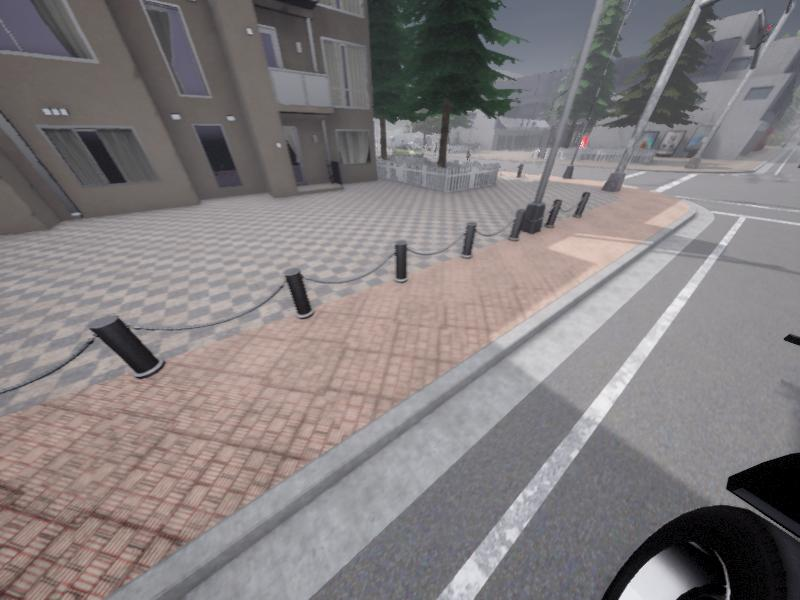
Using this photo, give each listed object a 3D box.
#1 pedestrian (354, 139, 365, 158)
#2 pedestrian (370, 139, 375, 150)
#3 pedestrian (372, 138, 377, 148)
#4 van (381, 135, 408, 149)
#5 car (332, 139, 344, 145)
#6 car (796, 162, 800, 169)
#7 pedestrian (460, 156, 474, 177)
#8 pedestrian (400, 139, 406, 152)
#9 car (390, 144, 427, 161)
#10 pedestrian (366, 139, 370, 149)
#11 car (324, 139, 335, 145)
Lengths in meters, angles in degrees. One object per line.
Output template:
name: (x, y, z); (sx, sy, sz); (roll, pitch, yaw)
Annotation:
pedestrian: (-4.972, -18.610, 28.413); (0.751, 1.860, 0.751); (-27, 43, -32)
pedestrian: (-5.820, -33.160, 49.266); (0.751, 1.860, 0.751); (-12, 37, -16)
pedestrian: (-5.954, -36.996, 54.431); (0.751, 1.860, 0.751); (-22, 41, -27)
van: (-1.218, -36.172, 52.939); (5.915, 2.561, 1.988); (-23, 41, -29)
car: (-21.920, -55.606, 81.291); (2.152, 1.636, 5.027); (-23, 41, -29)
car: (33.745, -11.192, 18.243); (4.181, 1.385, 1.994); (-22, 41, -28)
pedestrian: (4.189, -8.344, 14.438); (0.500, 1.100, 0.500); (-26, 43, -32)
pedestrian: (0.508, -25.369, 37.931); (0.751, 1.860, 0.751); (-25, 42, -31)
car: (0.897, -17.802, 27.808); (2.007, 1.525, 4.514); (-24, 41, -29)
pedestrian: (-7.041, -34.712, 51.471); (0.751, 1.860, 0.751); (-3, 35, -4)
car: (-24.422, -54.496, 79.758); (2.007, 1.523, 4.514); (-23, 41, -29)
